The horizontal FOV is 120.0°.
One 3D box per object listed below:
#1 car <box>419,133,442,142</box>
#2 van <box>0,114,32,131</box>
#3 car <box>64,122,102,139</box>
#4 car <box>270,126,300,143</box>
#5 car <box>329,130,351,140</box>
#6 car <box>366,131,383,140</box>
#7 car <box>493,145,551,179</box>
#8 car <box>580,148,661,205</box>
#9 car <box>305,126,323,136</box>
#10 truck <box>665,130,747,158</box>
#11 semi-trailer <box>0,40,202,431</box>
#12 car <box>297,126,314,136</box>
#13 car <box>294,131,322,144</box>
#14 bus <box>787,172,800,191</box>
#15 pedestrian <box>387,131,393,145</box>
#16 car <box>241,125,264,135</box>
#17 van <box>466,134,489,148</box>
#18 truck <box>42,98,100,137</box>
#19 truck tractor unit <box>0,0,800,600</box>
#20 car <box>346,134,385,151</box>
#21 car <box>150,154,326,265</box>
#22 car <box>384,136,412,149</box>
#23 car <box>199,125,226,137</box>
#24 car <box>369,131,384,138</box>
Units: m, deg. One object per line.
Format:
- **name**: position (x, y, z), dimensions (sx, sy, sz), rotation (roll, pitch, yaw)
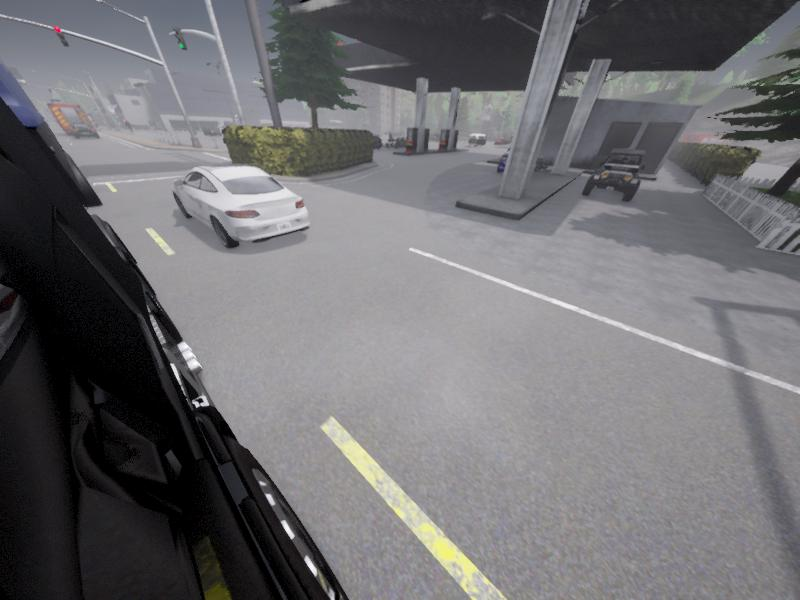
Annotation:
- **car**: position (7.497, -40.514, 57.469), dimensions (5.027, 1.636, 2.152), rotation (27, 43, 30)
- **van**: position (-62.470, -27.686, 36.108), dimensions (4.480, 2.038, 2.069), rotation (-15, 38, -17)
- **car**: position (-38.752, -20.719, 28.238), dimensions (4.974, 1.542, 2.038), rotation (27, 43, 30)
- **car**: position (-16.873, -24.310, 33.882), dimensions (3.866, 1.878, 1.905), rotation (27, 43, 30)
- **car**: position (-12.360, -33.954, 47.511), dimensions (4.514, 1.523, 2.007), rotation (27, 43, 30)
- **car**: position (-5.961, -38.342, 53.808), dimensions (3.633, 1.501, 1.845), rotation (27, 43, 30)
- **car**: position (8.948, -10.181, 16.850), dimensions (2.242, 1.667, 4.611), rotation (27, 43, 30)
- **car**: position (10.549, -6.137, 11.194), dimensions (1.905, 1.878, 3.866), rotation (27, 43, 30)
- **car**: position (-22.539, -44.323, 60.632), dimensions (4.605, 1.855, 1.932), rotation (27, 43, 30)
- **truck**: position (56.836, -29.456, 43.470), dimensions (2.891, 3.827, 8.468), rotation (-2, 37, -5)
- **semi-trailer**: position (-8.724, -3.564, 4.237), dimensions (14.254, 4.402, 2.717), rotation (28, 43, 30)
- **car**: position (-24.072, -42.889, 58.581), dimensions (3.866, 1.878, 1.905), rotation (27, 43, 30)
- **car**: position (-14.293, -25.310, 35.845), dimensions (3.806, 1.475, 1.970), rotation (27, 43, 30)
- **bus**: position (24.783, -6.456, 10.375), dimensions (3.944, 4.253, 10.273), rotation (28, 44, 30)
- **pedestrian**: position (-1.613, -26.362, 37.566), dimensions (0.751, 1.860, 0.751), rotation (27, 43, 30)
- **car**: position (-32.227, -37.166, 50.554), dimensions (5.027, 1.636, 2.152), rotation (27, 43, 30)
- **van**: position (14.843, -30.390, 44.023), dimensions (2.069, 2.038, 4.480), rotation (28, 44, 30)
- **truck**: position (-45.564, -25.211, 32.014), dimensions (8.468, 3.827, 2.891), rotation (27, 43, 30)
- **truck tractor unit**: position (-2.645, -0.295, 0.351), dimensions (6.516, 4.208, 3.053), rotation (28, 44, 30)
- **car**: position (-4.314, -20.337, 29.783), dimensions (2.033, 1.649, 4.856), rotation (28, 43, 30)
- **car**: position (-4.173, -2.615, 5.857), dimensions (4.674, 1.442, 1.812), rotation (28, 43, 30)
- **car**: position (-0.259, -23.060, 33.800), dimensions (1.970, 1.475, 3.806), rotation (28, 43, 30)
- **car**: position (-32.977, -29.648, 40.609), dimensions (4.514, 1.523, 2.007), rotation (27, 43, 30)
- **car**: position (-6.785, -47.982, 66.886), dimensions (3.806, 1.475, 1.970), rotation (27, 43, 30)
